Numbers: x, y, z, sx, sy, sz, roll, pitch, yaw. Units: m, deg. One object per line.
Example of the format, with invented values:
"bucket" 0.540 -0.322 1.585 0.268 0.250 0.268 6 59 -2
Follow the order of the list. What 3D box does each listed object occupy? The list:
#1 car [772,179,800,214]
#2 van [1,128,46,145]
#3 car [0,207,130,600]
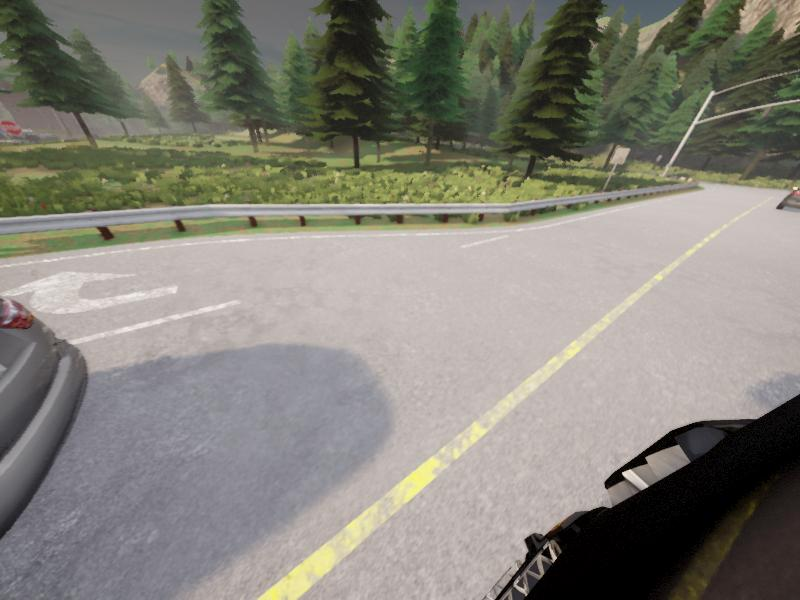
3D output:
"car" 24.910 -6.172 13.699 4.611 1.667 2.242 -18 39 -28
"van" -63.793 -27.789 39.315 2.069 2.038 4.480 -18 39 -29
"car" -4.429 1.146 0.389 4.611 1.667 2.242 -19 39 -29
